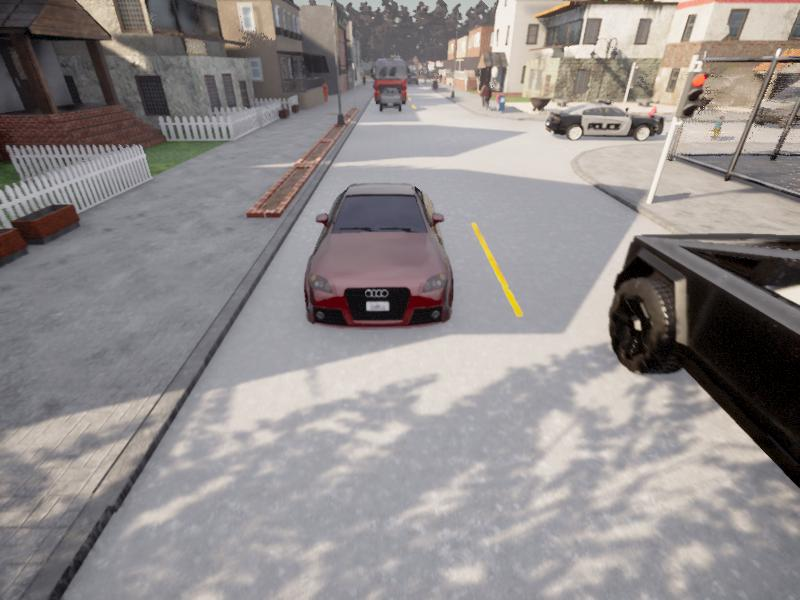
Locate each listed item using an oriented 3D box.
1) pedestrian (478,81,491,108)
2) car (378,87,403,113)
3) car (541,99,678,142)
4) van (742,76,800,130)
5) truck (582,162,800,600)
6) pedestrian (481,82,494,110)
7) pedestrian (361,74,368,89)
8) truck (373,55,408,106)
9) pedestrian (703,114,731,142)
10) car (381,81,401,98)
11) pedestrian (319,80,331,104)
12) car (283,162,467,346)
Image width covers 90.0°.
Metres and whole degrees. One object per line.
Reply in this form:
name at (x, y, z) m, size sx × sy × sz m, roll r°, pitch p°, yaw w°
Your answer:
pedestrian at (6.730, -16.420, 31.964) m, size 0.751 × 1.860 × 0.751 m, roll 3°, pitch 30°, yaw 5°
car at (-0.737, -15.659, 31.231) m, size 1.789 × 1.549 × 3.705 m, roll -1°, pitch 30°, yaw -1°
car at (9.738, -8.579, 19.050) m, size 5.238 × 1.638 × 1.930 m, roll 2°, pitch 30°, yaw 3°
van at (23.395, -11.049, 22.396) m, size 5.915 × 2.561 × 1.988 m, roll 0°, pitch 30°, yaw 0°
truck at (3.763, 0.937, 2.324) m, size 2.390 × 2.098 × 6.274 m, roll 0°, pitch 30°, yaw -1°
pedestrian at (6.593, -15.329, 30.100) m, size 0.751 × 1.860 × 0.751 m, roll 4°, pitch 31°, yaw 7°
pedestrian at (-5.280, -32.510, 59.479) m, size 0.751 × 1.860 × 0.751 m, roll 1°, pitch 30°, yaw 2°
truck at (-0.879, -20.816, 37.801) m, size 2.891 × 3.827 × 8.468 m, roll 0°, pitch 30°, yaw -1°
pedestrian at (14.558, -7.894, 18.371) m, size 0.500 × 1.100 × 0.500 m, roll -3°, pitch 30°, yaw -5°
car at (-1.007, -24.101, 45.735) m, size 2.163 × 1.488 × 4.792 m, roll 0°, pitch 30°, yaw -1°
pedestrian at (-6.529, -18.156, 34.937) m, size 0.751 × 1.860 × 0.751 m, roll 0°, pitch 30°, yaw 0°
car at (-0.302, -1.087, 6.502) m, size 1.994 × 1.385 × 4.181 m, roll 0°, pitch 30°, yaw -1°
